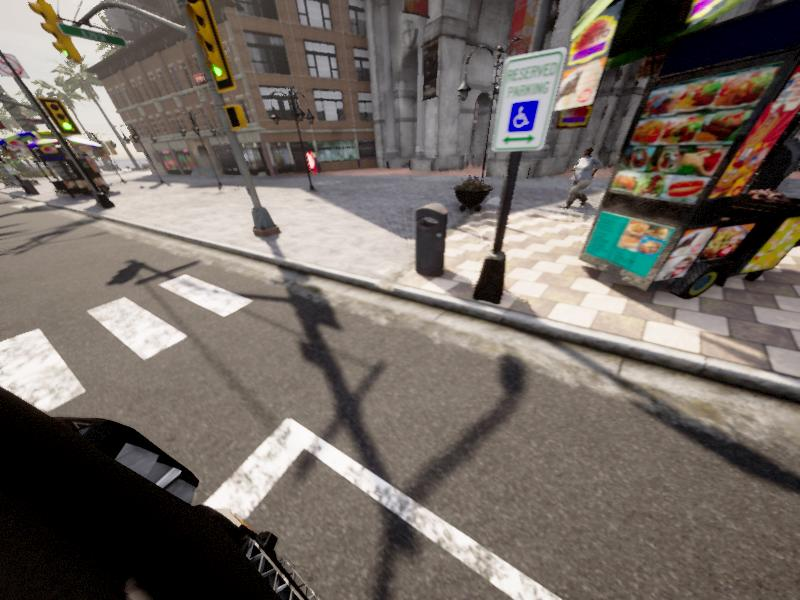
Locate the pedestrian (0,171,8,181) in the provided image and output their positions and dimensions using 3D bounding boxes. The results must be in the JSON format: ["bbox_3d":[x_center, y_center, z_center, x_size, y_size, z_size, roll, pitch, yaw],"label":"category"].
[{"bbox_3d":[-71.592,-22.357,41.171,0.751,1.860,0.751,7,35,15],"label":"pedestrian"}]

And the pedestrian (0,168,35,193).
[{"bbox_3d":[-34.489,-10.765,20.839,0.751,1.860,0.751,10,36,19],"label":"pedestrian"}]

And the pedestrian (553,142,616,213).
[{"bbox_3d":[5.757,-3.862,7.341,0.751,1.860,0.751,-8,34,-7],"label":"pedestrian"}]
